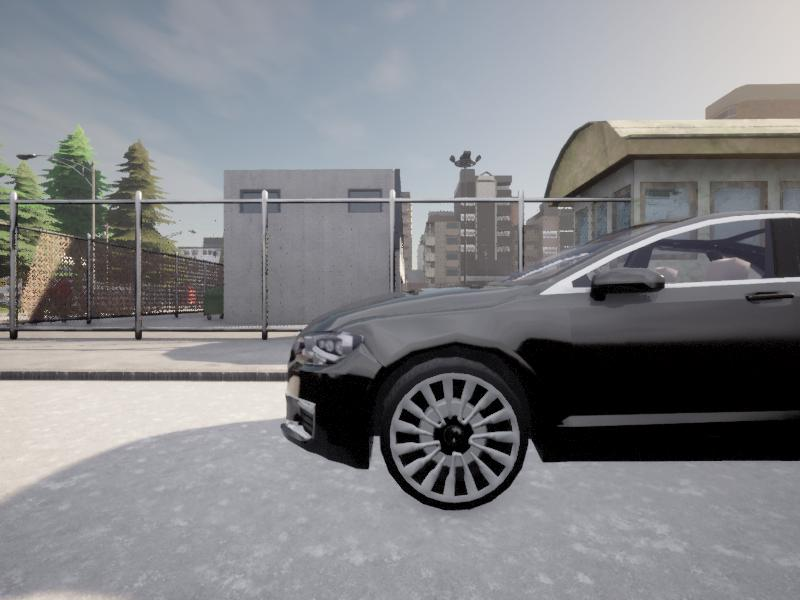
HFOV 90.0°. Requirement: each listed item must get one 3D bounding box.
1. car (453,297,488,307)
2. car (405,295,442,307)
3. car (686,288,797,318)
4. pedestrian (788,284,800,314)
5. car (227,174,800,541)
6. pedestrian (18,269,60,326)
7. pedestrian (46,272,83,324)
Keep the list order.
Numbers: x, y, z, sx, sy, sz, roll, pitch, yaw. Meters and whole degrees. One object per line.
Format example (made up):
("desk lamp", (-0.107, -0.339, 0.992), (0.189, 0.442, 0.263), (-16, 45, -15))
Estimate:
("car", (9.808, 0.270, 56.091), (4.674, 1.442, 1.812), (0, 0, 1))
("car", (3.273, 0.171, 56.275), (5.238, 1.638, 1.930), (0, 0, 2))
("car", (17.629, 0.159, 20.794), (4.193, 1.474, 1.816), (0, 0, 1))
("pedestrian", (24.765, -0.067, 24.795), (0.751, 1.860, 0.751), (0, 0, 13))
("car", (1.742, 0.236, 2.706), (4.902, 1.511, 2.128), (0, 0, 1))
("pedestrian", (-12.185, -0.075, 13.521), (0.751, 1.860, 0.751), (0, 0, 2))
("pedestrian", (-12.516, -0.075, 14.947), (0.751, 1.860, 0.751), (0, 0, -5))
